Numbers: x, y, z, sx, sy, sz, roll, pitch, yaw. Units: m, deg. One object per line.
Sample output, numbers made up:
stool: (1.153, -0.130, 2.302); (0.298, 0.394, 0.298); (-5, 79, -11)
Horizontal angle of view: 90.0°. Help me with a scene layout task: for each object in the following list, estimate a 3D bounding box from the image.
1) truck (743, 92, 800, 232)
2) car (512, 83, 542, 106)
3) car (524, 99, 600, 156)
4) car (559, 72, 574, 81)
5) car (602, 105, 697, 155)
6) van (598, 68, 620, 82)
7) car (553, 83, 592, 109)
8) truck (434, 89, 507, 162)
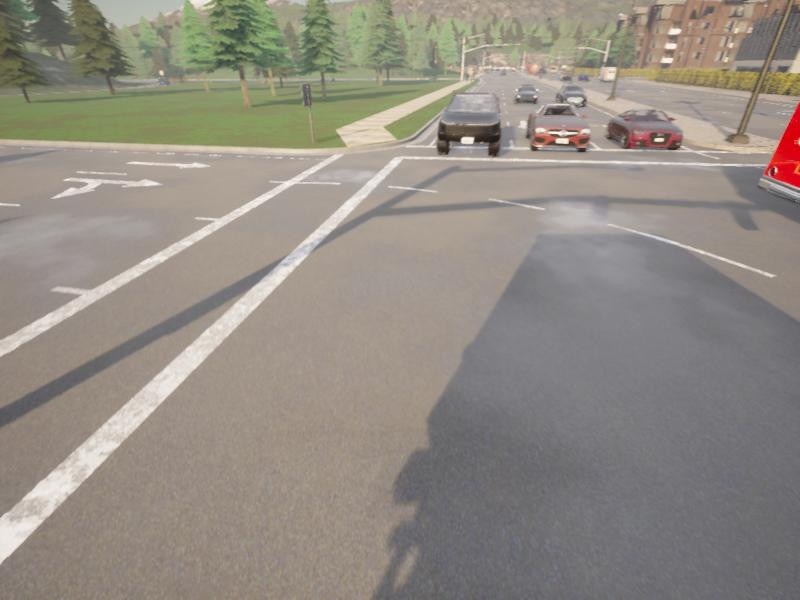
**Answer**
truck: (10.906, -2.619, 7.861); (5.204, 2.467, 2.627); (4, 31, 7)
car: (11.285, -18.450, 35.878); (2.038, 1.542, 4.974); (6, 31, 11)
car: (6.738, -7.584, 17.274); (2.152, 1.651, 5.027); (6, 31, 11)
car: (35.267, -47.414, 84.954); (2.038, 1.542, 4.974); (5, 31, 10)
car: (10.342, -7.323, 17.015); (1.994, 1.385, 4.181); (5, 31, 9)
van: (41.023, -44.309, 78.700); (2.351, 2.431, 6.366); (7, 31, 12)
car: (14.221, -16.988, 33.226); (2.033, 1.649, 4.856); (6, 31, 11)
truck: (3.086, -7.589, 16.879); (2.390, 2.098, 6.274); (6, 31, 11)
